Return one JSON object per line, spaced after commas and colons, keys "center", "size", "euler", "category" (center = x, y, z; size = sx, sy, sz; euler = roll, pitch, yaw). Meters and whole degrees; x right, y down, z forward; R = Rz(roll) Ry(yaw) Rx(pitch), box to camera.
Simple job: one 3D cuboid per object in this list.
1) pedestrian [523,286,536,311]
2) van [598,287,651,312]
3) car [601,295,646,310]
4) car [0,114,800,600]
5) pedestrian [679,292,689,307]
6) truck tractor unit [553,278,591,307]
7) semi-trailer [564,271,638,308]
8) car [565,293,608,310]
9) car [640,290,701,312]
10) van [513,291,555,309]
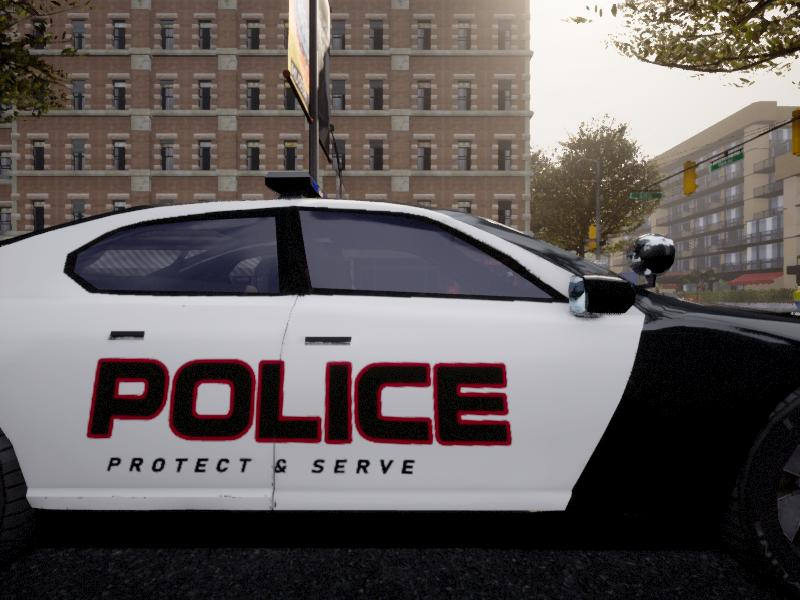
{"center": [9.816, -0.115, 30.303], "size": [0.751, 1.860, 0.751], "euler": [0, 0, 0], "category": "pedestrian"}
{"center": [19.501, -0.029, 35.025], "size": [2.069, 2.038, 4.480], "euler": [0, 0, 0], "category": "van"}
{"center": [22.968, 0.244, 41.298], "size": [1.837, 1.490, 4.892], "euler": [0, 0, 0], "category": "car"}
{"center": [-0.057, 0.226, 2.190], "size": [4.974, 1.542, 2.038], "euler": [0, 0, 0], "category": "car"}
{"center": [35.633, -0.116, 50.242], "size": [0.751, 1.860, 0.751], "euler": [0, 0, 5], "category": "pedestrian"}
{"center": [26.366, -1.124, 61.629], "size": [3.053, 4.208, 6.516], "euler": [0, 0, 0], "category": "truck tractor unit"}
{"center": [26.390, -1.222, 53.709], "size": [2.717, 4.402, 14.254], "euler": [0, 0, 0], "category": "semi-trailer"}
{"center": [19.468, 0.180, 41.974], "size": [2.152, 1.651, 5.027], "euler": [0, 0, 0], "category": "car"}
{"center": [23.006, 0.094, 34.242], "size": [2.097, 1.767, 4.553], "euler": [0, 0, 0], "category": "car"}
{"center": [15.893, -0.002, 47.523], "size": [4.442, 1.987, 1.775], "euler": [0, 0, 38], "category": "van"}
